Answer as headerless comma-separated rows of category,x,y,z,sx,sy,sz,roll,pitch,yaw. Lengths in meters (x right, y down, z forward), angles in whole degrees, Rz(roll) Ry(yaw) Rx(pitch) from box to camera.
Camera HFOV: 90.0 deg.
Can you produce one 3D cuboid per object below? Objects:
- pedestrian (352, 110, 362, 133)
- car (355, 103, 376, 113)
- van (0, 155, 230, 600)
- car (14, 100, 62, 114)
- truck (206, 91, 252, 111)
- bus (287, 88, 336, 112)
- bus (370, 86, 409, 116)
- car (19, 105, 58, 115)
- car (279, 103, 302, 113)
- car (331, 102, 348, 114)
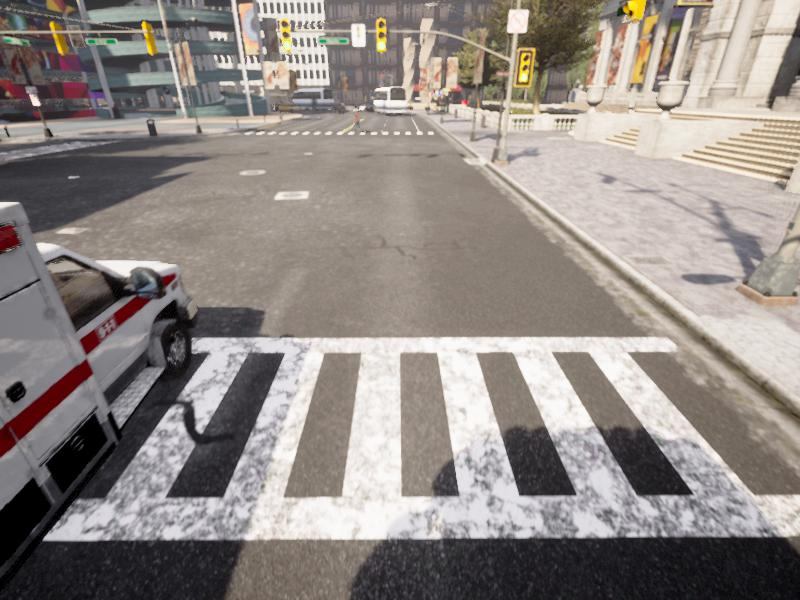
pedestrian,-3.759,-15.741,35.312,0.751,1.860,0.751,-1,27,-2
car,-6.774,-37.814,78.784,2.038,1.542,4.974,-16,31,-28
van,-3.520,0.925,2.182,2.351,2.431,6.366,0,27,0
car,-62.223,-33.209,68.870,5.566,2.045,2.435,0,27,0
truck,-37.141,-43.210,86.874,8.468,3.827,2.891,7,28,13
bus,-19.012,-42.824,85.646,10.273,4.253,3.944,18,32,32
bus,-1.964,-33.921,68.251,3.944,4.253,10.273,-8,28,-16
car,-62.281,-32.860,69.048,4.514,1.523,2.007,0,27,0
car,-22.089,-38.687,80.546,5.366,1.575,1.801,23,35,38
car,-11.063,-34.901,72.788,1.905,1.878,3.866,-12,29,-22
